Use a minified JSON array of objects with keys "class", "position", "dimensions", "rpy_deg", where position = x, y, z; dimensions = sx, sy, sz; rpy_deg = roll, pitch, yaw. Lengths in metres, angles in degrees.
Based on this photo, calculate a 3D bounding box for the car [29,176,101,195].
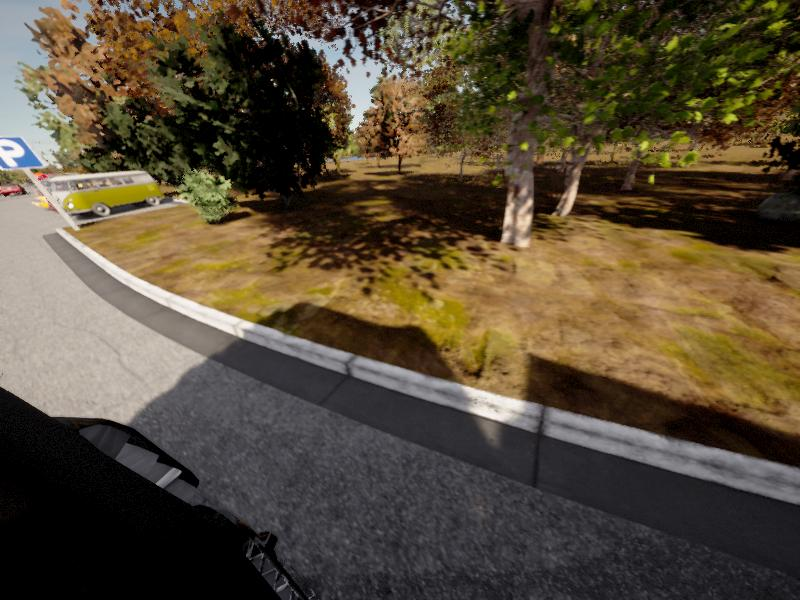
[{"class":"car","position":[-43.273,-14.937,30.043],"dimensions":[2.163,1.488,4.792],"rpy_deg":[7,35,16]}]

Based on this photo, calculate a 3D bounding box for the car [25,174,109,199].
[{"class":"car","position":[-36.139,-12.521,25.309],"dimensions":[2.185,1.767,4.553],"rpy_deg":[6,35,15]}]

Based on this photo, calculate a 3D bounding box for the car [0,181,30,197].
[{"class":"car","position":[-53.292,-15.303,31.706],"dimensions":[3.988,1.617,1.851],"rpy_deg":[21,42,33]}]

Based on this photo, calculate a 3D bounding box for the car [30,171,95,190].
[{"class":"car","position":[-57.332,-20.463,39.458],"dimensions":[2.435,2.045,5.566],"rpy_deg":[7,35,17]}]

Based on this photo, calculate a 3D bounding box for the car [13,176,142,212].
[{"class":"car","position":[-24.089,-8.239,17.695],"dimensions":[1.946,1.575,5.366],"rpy_deg":[5,34,14]}]

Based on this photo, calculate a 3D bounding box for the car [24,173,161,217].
[{"class":"car","position":[-19.158,-6.858,14.827],"dimensions":[2.185,1.767,4.553],"rpy_deg":[5,34,14]}]

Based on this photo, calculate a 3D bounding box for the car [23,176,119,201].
[{"class":"car","position":[-33.698,-11.674,23.976],"dimensions":[1.946,1.575,5.366],"rpy_deg":[6,35,15]}]

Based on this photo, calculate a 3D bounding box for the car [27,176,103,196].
[{"class":"car","position":[-40.914,-14.044,28.428],"dimensions":[2.163,1.488,4.792],"rpy_deg":[7,35,16]}]

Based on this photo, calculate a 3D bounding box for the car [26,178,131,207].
[{"class":"car","position":[-26.487,-9.098,19.345],"dimensions":[2.002,1.452,4.674],"rpy_deg":[5,34,14]}]

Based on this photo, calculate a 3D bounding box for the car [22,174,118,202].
[{"class":"car","position":[-31.355,-10.837,22.223],"dimensions":[2.185,1.767,4.553],"rpy_deg":[6,35,15]}]

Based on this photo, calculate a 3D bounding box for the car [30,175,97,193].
[{"class":"car","position":[-47.994,-16.675,33.146],"dimensions":[2.097,1.535,5.008],"rpy_deg":[7,35,17]}]

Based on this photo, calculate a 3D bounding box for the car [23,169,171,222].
[{"class":"car","position":[-16.711,-6.127,13.261],"dimensions":[1.878,1.987,4.442],"rpy_deg":[5,34,13]}]

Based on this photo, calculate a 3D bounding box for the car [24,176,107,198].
[{"class":"car","position":[-38.538,-13.236,26.886],"dimensions":[2.097,1.535,5.008],"rpy_deg":[6,35,16]}]

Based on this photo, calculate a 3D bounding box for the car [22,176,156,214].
[{"class":"car","position":[-21.555,-7.654,16.526],"dimensions":[1.946,1.575,5.366],"rpy_deg":[5,34,14]}]

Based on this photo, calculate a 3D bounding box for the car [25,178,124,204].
[{"class":"car","position":[-28.917,-9.901,20.834],"dimensions":[2.002,1.452,4.674],"rpy_deg":[5,34,15]}]
